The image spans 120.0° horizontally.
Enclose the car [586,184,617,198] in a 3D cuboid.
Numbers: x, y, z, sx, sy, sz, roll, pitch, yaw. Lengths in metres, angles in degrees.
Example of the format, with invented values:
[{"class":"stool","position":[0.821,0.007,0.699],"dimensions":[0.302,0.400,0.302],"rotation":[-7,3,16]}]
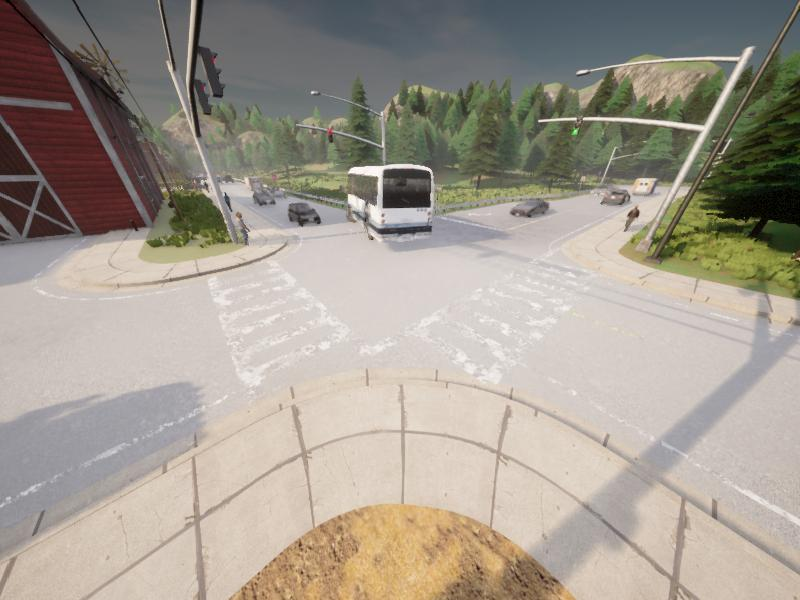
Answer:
[{"class":"car","position":[31.707,-17.141,36.315],"dimensions":[4.611,1.667,2.242],"rotation":[-22,37,-33]}]

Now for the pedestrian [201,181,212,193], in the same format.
[{"class":"pedestrian","position":[-34.015,-19.903,40.607],"dimensions":[0.751,1.860,0.751],"rotation":[-23,37,-34]}]

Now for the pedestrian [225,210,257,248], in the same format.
[{"class":"pedestrian","position":[-8.955,-4.007,13.048],"dimensions":[0.751,1.860,0.751],"rotation":[19,35,30]}]

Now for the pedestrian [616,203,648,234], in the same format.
[{"class":"pedestrian","position":[15.711,-5.550,15.694],"dimensions":[0.751,1.860,0.751],"rotation":[-18,35,-28]}]

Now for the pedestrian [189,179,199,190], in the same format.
[{"class":"pedestrian","position":[-40.918,-22.897,45.793],"dimensions":[0.751,1.860,0.751],"rotation":[23,37,34]}]

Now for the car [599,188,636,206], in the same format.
[{"class":"car","position":[28.058,-13.368,29.780],"dimensions":[4.611,1.667,2.242],"rotation":[-23,37,-34]}]

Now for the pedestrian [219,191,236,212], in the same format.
[{"class":"pedestrian","position":[-17.494,-9.989,23.436],"dimensions":[0.751,1.860,0.751],"rotation":[-23,37,-34]}]

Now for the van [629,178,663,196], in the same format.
[{"class":"van","position":[41.674,-19.213,39.144],"dimensions":[6.366,2.431,2.351],"rotation":[-22,36,-33]}]

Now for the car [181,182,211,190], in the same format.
[{"class":"car","position":[-42.474,-23.780,48.169],"dimensions":[4.181,1.385,1.994],"rotation":[-12,32,-19]}]

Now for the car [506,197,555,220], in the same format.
[{"class":"car","position":[12.880,-9.094,22.653],"dimensions":[5.357,1.411,2.033],"rotation":[-23,37,-34]}]

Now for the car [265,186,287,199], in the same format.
[{"class":"car","position":[-19.173,-16.673,35.696],"dimensions":[1.845,1.501,3.633],"rotation":[-22,37,-33]}]

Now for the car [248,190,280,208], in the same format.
[{"class":"car","position":[-16.938,-12.558,28.588],"dimensions":[2.128,1.511,4.902],"rotation":[-22,37,-33]}]

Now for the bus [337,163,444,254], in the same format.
[{"class":"bus","position":[-1.512,-7.031,16.253],"dimensions":[3.944,4.253,10.273],"rotation":[-9,31,-19]}]

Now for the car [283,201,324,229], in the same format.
[{"class":"car","position":[-8.116,-7.222,19.303],"dimensions":[1.789,1.549,3.705],"rotation":[-22,37,-33]}]

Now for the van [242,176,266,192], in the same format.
[{"class":"van","position":[-29.225,-23.153,46.023],"dimensions":[2.351,2.431,6.366],"rotation":[-22,37,-33]}]

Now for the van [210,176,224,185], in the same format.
[{"class":"van","position":[-49.654,-32.615,62.805],"dimensions":[2.069,2.038,4.480],"rotation":[-22,37,-33]}]
